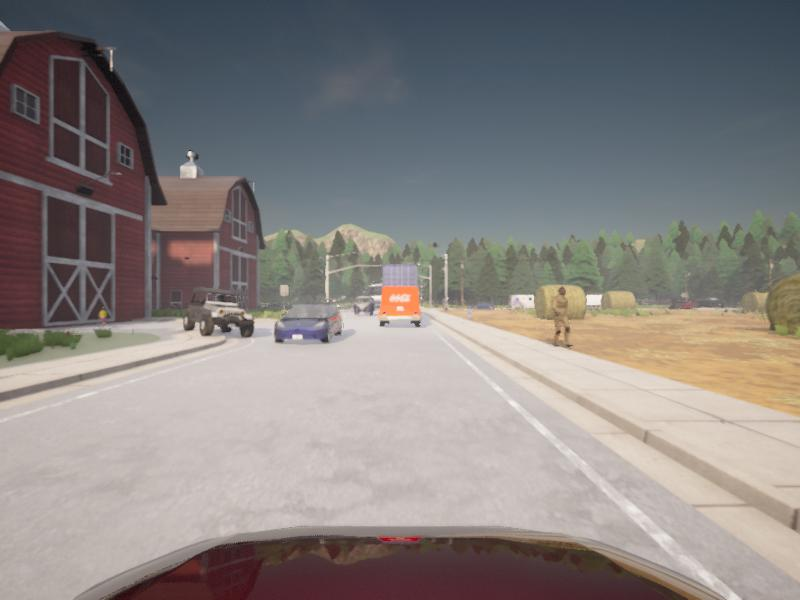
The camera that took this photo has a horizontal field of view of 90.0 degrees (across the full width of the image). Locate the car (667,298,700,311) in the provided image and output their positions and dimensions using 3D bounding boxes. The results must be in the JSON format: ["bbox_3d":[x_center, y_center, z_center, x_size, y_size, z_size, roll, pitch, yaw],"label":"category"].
[{"bbox_3d":[43.920,0.676,62.024,3.866,1.878,1.905,0,0,1],"label":"car"}]

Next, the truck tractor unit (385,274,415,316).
[{"bbox_3d":[0.005,-0.522,42.997,3.053,4.208,6.516,0,1,0],"label":"truck tractor unit"}]

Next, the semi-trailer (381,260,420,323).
[{"bbox_3d":[0.011,-0.612,35.088,2.717,4.402,14.254,0,0,0],"label":"semi-trailer"}]

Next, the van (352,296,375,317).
[{"bbox_3d":[-3.494,0.602,39.081,1.775,1.987,4.442,0,0,0],"label":"van"}]

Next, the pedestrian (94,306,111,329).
[{"bbox_3d":[-15.015,0.873,20.184,0.500,1.100,0.500,0,0,-1],"label":"pedestrian"}]

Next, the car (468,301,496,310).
[{"bbox_3d":[13.476,0.939,66.079,4.181,1.385,1.994,0,0,1],"label":"car"}]

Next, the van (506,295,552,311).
[{"bbox_3d":[20.095,0.409,62.456,6.366,2.431,2.351,0,0,1],"label":"van"}]

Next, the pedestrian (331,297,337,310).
[{"bbox_3d":[-9.322,0.489,56.587,0.751,1.860,0.751,0,0,-6],"label":"pedestrian"}]

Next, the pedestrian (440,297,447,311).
[{"bbox_3d":[5.575,0.491,51.261,0.751,1.860,0.751,0,0,3],"label":"pedestrian"}]

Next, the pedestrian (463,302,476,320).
[{"bbox_3d":[4.995,0.767,28.697,0.751,1.300,0.751,0,0,27],"label":"pedestrian"}]

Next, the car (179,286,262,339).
[{"bbox_3d":[-7.661,0.489,16.870,1.905,1.878,3.866,8,-3,-42],"label":"car"}]

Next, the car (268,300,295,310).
[{"bbox_3d":[-18.634,0.846,63.164,3.705,1.549,1.789,0,0,1],"label":"car"}]

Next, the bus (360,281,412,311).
[{"bbox_3d":[-2.439,-0.521,63.310,3.944,4.253,10.273,4,-2,-28],"label":"bus"}]

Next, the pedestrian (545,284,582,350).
[{"bbox_3d":[4.791,0.486,11.771,0.751,1.860,0.751,0,0,-8],"label":"pedestrian"}]

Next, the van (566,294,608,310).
[{"bbox_3d":[30.676,0.353,65.769,5.915,2.561,1.988,0,0,1],"label":"van"}]

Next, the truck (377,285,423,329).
[{"bbox_3d":[0.014,0.361,25.444,2.627,2.467,5.204,0,1,0],"label":"truck"}]

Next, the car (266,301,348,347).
[{"bbox_3d":[-3.489,0.838,16.034,2.163,1.488,4.792,0,1,0],"label":"car"}]
